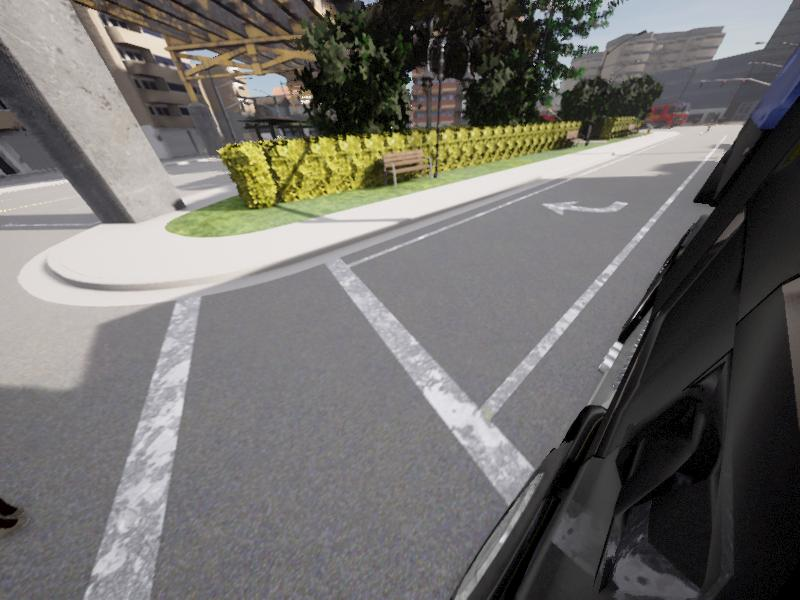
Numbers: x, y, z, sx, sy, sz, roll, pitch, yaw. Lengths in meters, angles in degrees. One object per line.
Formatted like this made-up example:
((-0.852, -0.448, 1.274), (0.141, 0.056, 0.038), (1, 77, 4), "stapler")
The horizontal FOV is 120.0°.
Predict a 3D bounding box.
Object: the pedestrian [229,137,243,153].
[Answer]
((-24.312, -22.902, 34.206), (0.751, 1.860, 0.751), (18, 42, 26), "pedestrian")

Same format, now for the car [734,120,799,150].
((25.728, -11.730, 16.355), (4.674, 1.442, 1.812), (-28, 44, -30), "car")

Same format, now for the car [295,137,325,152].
((-13.035, -22.842, 33.851), (1.801, 1.575, 5.366), (1, 37, 5), "car")

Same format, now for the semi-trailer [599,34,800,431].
((8.650, -3.646, 4.261), (14.254, 4.402, 2.717), (-29, 44, -30), "semi-trailer")

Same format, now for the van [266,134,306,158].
((-13.647, -18.765, 28.054), (2.069, 2.038, 4.480), (1, 37, 5), "van")

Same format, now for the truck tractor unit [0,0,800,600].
((2.645, -0.295, 0.351), (6.516, 4.208, 3.053), (-28, 44, -30), "truck tractor unit")

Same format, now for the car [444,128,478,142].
((10.060, -27.531, 38.458), (5.027, 1.651, 2.152), (1, 37, 6), "car")

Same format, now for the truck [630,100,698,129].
((48.909, -34.520, 43.330), (2.891, 3.827, 8.468), (1, 36, 5), "truck")

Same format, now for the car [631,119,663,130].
((45.298, -32.279, 42.518), (1.970, 1.475, 3.806), (1, 37, 5), "car")

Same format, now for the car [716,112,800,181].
((16.160, -6.751, 9.902), (5.566, 2.045, 2.150), (-28, 43, -30), "car")

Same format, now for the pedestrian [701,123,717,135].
((35.432, -19.660, 26.522), (0.500, 1.100, 0.500), (-8, 37, -6), "pedestrian")

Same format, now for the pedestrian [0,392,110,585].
((-2.874, 0.869, 1.128), (0.751, 1.860, 0.751), (-12, 38, -11), "pedestrian")
